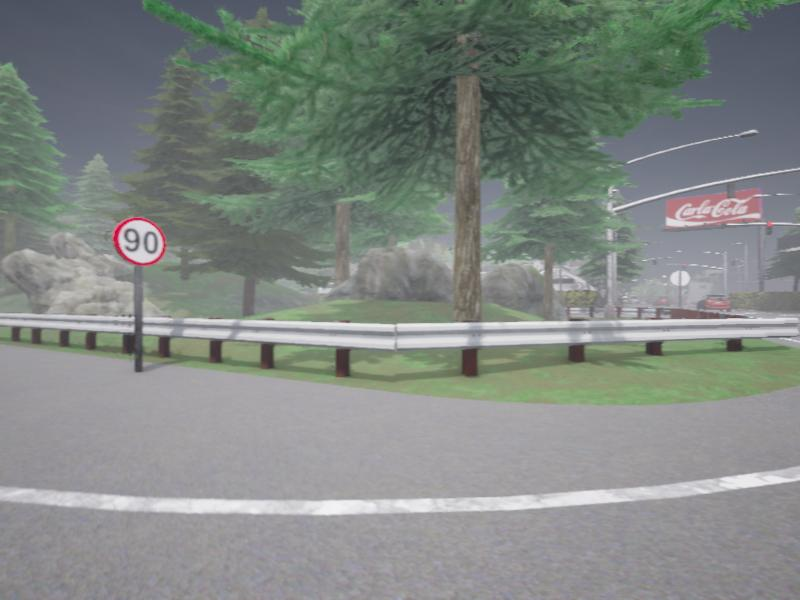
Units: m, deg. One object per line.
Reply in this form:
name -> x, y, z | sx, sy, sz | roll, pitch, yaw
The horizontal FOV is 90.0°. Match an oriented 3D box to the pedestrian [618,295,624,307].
pedestrian -> 35.947, 0.131, 65.135 | 0.751, 1.860, 0.751 | 0, 0, 18

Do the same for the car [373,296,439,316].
car -> 0.460, 0.452, 32.546 | 5.008, 1.535, 1.882 | 0, 0, 29

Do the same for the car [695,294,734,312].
car -> 31.163, 0.311, 39.799 | 2.242, 1.667, 4.611 | 2, 0, 28
